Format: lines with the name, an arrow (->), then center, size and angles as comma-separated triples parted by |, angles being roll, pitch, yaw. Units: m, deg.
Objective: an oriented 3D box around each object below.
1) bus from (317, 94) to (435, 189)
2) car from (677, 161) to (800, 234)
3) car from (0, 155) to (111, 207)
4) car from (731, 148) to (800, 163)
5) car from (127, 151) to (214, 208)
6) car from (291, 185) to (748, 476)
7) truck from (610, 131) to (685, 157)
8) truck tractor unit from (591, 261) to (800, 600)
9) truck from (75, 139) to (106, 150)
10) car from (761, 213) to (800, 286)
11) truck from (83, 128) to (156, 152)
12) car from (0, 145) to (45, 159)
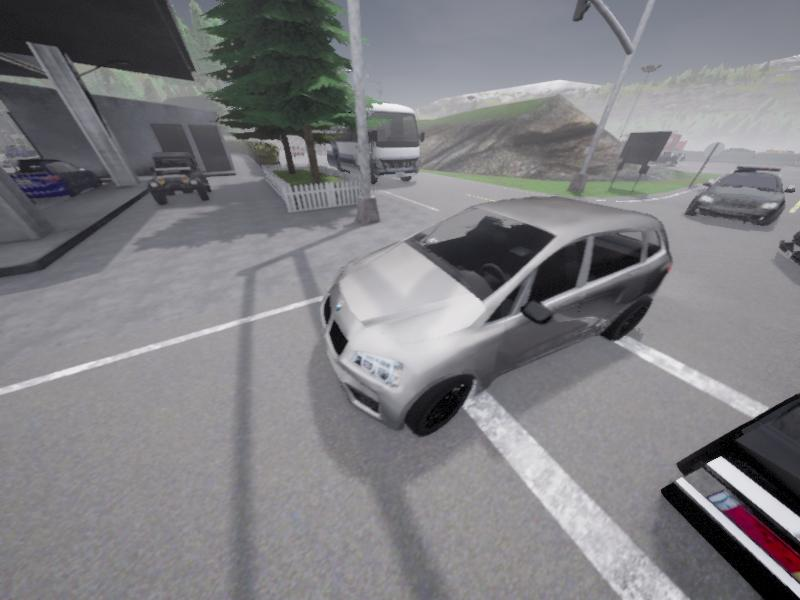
bus -> -2.356, -11.428, 16.948 | 3.944, 4.253, 10.273 | -19, 39, -25
car -> 12.795, -4.072, 8.683 | 4.974, 1.542, 2.038 | -26, 42, -30
car -> -17.668, -6.222, 11.740 | 2.242, 1.667, 4.611 | -19, 39, -26
car -> 53.513, -21.316, 33.906 | 1.801, 1.575, 5.366 | -19, 39, -25
car -> -10.573, -5.910, 11.059 | 1.905, 1.878, 3.866 | -19, 39, -26
car -> 1.310, -0.342, 3.070 | 4.611, 1.667, 2.242 | -14, 37, -21
truck -> 46.014, -29.395, 43.452 | 2.891, 3.827, 8.468 | -19, 39, -25
truck tractor unit -> 5.297, -0.055, 0.493 | 6.516, 4.208, 3.053 | -9, 36, -15
truck -> -74.848, -37.804, 55.996 | 2.390, 2.098, 6.274 | -19, 39, -26
car -> 10.571, -0.313, 3.434 | 5.357, 1.411, 2.033 | 27, 43, 33
truck -> -57.524, -33.095, 47.890 | 8.468, 3.827, 2.891 | -19, 39, -26
car -> -53.268, -20.960, 32.601 | 1.816, 1.474, 4.193 | -19, 39, -25
